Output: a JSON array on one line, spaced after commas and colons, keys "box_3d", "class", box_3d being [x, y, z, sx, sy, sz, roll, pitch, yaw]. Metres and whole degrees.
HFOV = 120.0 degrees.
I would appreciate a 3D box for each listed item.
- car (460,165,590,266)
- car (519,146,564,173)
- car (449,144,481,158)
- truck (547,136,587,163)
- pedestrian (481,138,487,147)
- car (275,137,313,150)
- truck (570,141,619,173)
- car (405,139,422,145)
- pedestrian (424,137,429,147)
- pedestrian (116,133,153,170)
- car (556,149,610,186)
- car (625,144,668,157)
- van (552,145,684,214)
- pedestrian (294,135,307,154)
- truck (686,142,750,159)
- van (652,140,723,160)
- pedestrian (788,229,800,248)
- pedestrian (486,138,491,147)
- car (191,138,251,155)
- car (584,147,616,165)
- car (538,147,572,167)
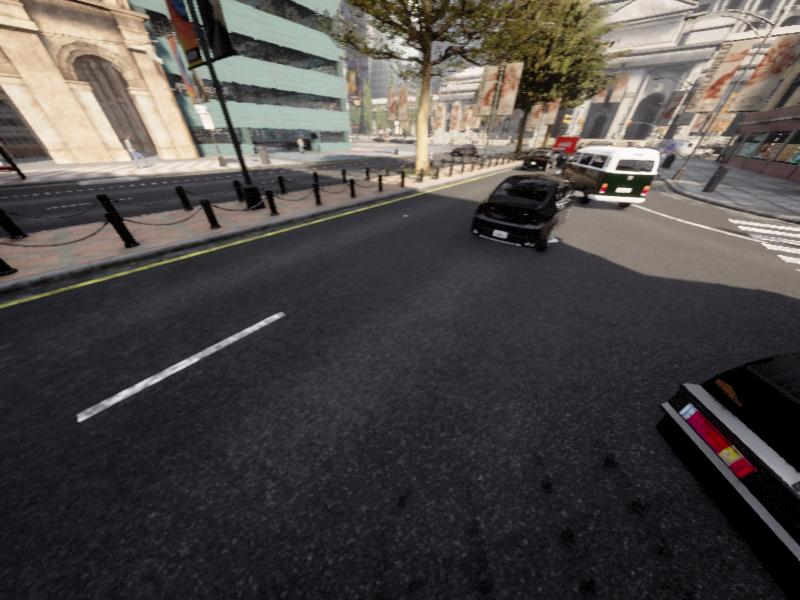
[{"box_3d": [3.792, -2.781, 6.657, 1.837, 1.490, 4.892, 25, 42, 30], "class": "car"}, {"box_3d": [12.306, -12.250, 20.018, 1.930, 1.638, 5.238, 25, 42, 30], "class": "car"}, {"box_3d": [8.980, -20.541, 31.700, 2.033, 1.411, 5.357, 25, 42, 30], "class": "car"}, {"box_3d": [20.275, -18.320, 28.032, 2.627, 2.467, 5.204, 25, 42, 30], "class": "truck"}, {"box_3d": [22.260, -41.702, 61.215, 0.751, 1.860, 0.751, 19, 39, 23], "class": "pedestrian"}, {"box_3d": [-16.382, -24.408, 35.991, 2.128, 1.511, 4.902, 25, 42, 30], "class": "car"}, {"box_3d": [17.797, -13.105, 20.994, 2.390, 2.098, 6.274, 25, 42, 30], "class": "truck"}, {"box_3d": [3.734, -44.126, 64.459, 4.181, 1.385, 1.994, 25, 42, 30], "class": "car"}, {"box_3d": [5.804, -34.975, 51.044, 0.751, 1.860, 0.751, -29, 45, -35], "class": "pedestrian"}, {"box_3d": [-16.720, -9.363, 14.580, 0.751, 1.860, 0.751, 26, 43, 31], "class": "pedestrian"}, {"box_3d": [12.347, -8.998, 15.480, 1.930, 1.638, 5.238, 25, 42, 30], "class": "car"}, {"box_3d": [44.583, -27.229, 41.965, 5.027, 1.651, 2.152, 26, 42, 30], "class": "car"}, {"box_3d": [8.877, -5.512, 10.161, 2.069, 2.038, 4.480, 9, 36, 11], "class": "van"}, {"box_3d": [-11.931, -18.669, 27.722, 0.751, 1.860, 0.751, 20, 40, 25], "class": "pedestrian"}, {"box_3d": [56.620, -26.861, 41.417, 6.274, 2.098, 2.390, 26, 42, 30], "class": "truck"}, {"box_3d": [45.798, -24.191, 37.070, 6.366, 2.431, 2.351, 17, 38, 21], "class": "van"}, {"box_3d": [11.162, -2.162, 5.670, 0.751, 1.860, 0.751, -28, 45, -35], "class": "pedestrian"}, {"box_3d": [23.266, -41.302, 60.689, 0.751, 1.860, 0.751, -24, 43, -31], "class": "pedestrian"}, {"box_3d": [-20.339, -17.652, 26.504, 2.161, 1.482, 4.786, 25, 42, 30], "class": "car"}, {"box_3d": [23.152, -16.726, 26.721, 2.128, 1.511, 4.902, 25, 42, 30], "class": "car"}, {"box_3d": [16.222, -15.002, 24.125, 1.970, 1.475, 3.806, 26, 42, 30], "class": "car"}]
